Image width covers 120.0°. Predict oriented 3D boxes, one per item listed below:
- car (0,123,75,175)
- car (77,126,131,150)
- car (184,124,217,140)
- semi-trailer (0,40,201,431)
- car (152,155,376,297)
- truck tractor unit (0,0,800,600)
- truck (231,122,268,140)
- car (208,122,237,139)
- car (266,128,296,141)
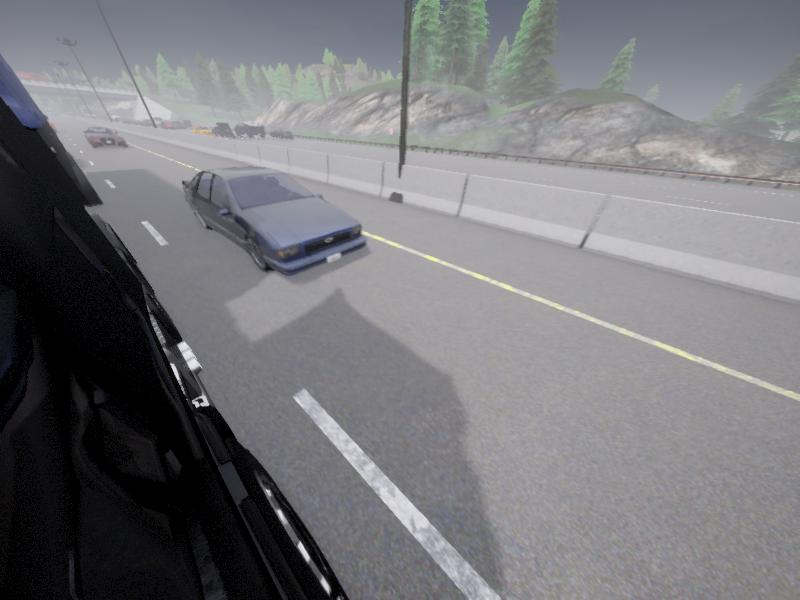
[{"bbox_3d":[-17.890,-7.316,11.031,4.856,1.649,2.033,28,43,30],"label":"car"},{"bbox_3d":[-24.102,-13.211,18.806,4.181,1.385,1.994,28,43,30],"label":"car"},{"bbox_3d":[-27.804,-23.415,32.163,5.366,1.575,1.801,28,43,30],"label":"car"},{"bbox_3d":[-8.704,-3.588,4.241,14.254,4.402,2.717,28,43,30],"label":"semi-trailer"},{"bbox_3d":[-3.189,-2.138,5.182,5.357,1.411,2.033,28,43,30],"label":"car"},{"bbox_3d":[-2.645,-0.295,0.352,6.516,4.208,3.053,28,44,30],"label":"truck tractor unit"},{"bbox_3d":[-24.119,-27.113,36.954,6.274,2.098,2.390,28,43,30],"label":"truck"},{"bbox_3d":[-27.208,-25.945,35.356,3.866,1.878,1.905,28,43,30],"label":"car"},{"bbox_3d":[-19.478,-27.128,37.769,4.902,1.511,2.128,28,43,30],"label":"car"}]
